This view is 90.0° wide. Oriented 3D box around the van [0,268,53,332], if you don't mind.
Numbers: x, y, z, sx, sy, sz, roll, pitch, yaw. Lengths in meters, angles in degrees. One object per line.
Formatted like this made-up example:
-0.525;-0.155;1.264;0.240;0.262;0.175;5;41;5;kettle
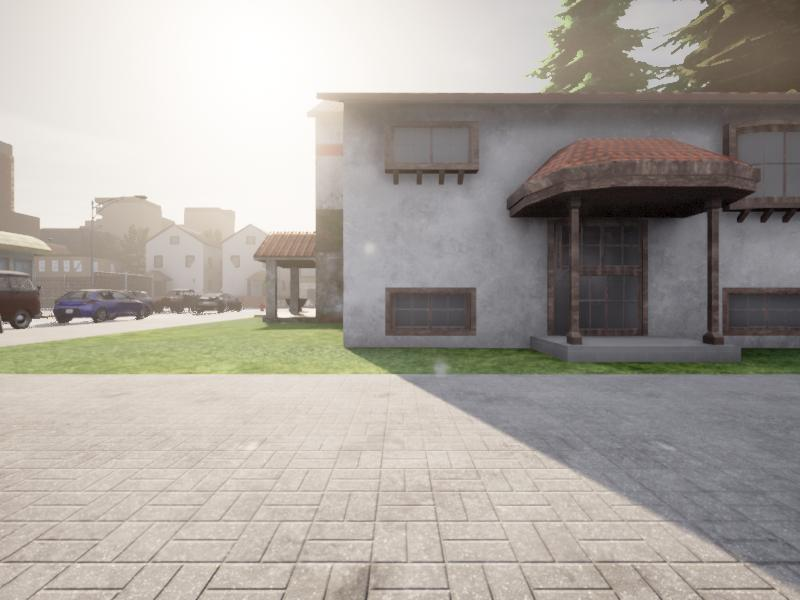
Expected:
-13.442;-0.002;12.281;1.775;1.987;4.442;0;0;-1;van

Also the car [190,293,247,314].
-13.469;0.251;30.109;2.163;1.488;4.792;0;0;0;car

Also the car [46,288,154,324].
-13.466;0.254;18.356;1.816;1.474;4.193;0;0;0;car

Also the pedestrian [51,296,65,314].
-21.777;0.313;25.485;0.500;1.100;0.500;0;0;6;pedestrian

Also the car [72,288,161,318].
-17.412;0.178;24.910;2.033;1.649;4.856;0;0;1;car

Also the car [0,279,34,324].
-17.390;0.056;15.627;1.932;1.855;4.605;0;-1;1;car

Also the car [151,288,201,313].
-17.623;0.046;31.695;1.905;1.878;3.866;0;0;-1;car
